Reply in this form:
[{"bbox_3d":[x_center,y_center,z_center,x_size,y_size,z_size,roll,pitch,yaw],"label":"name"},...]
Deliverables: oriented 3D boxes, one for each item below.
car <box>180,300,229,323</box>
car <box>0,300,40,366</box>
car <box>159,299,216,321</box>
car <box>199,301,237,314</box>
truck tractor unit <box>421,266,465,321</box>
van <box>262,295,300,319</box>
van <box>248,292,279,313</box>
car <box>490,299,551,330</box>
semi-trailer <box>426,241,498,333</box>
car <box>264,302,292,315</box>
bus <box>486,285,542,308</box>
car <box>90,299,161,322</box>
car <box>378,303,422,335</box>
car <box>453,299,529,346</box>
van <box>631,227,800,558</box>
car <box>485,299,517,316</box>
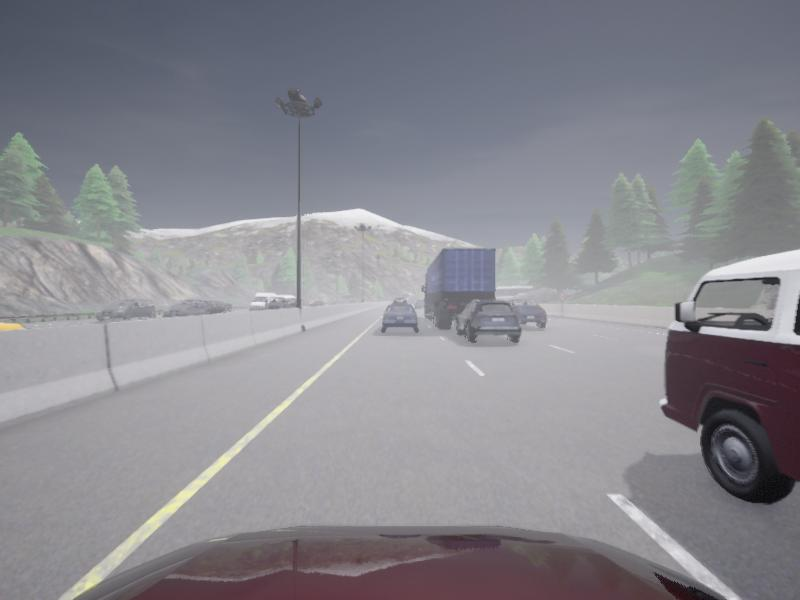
[{"bbox_3d":[-13.999,0.810,28.874,1.789,1.549,3.705,0,0,0],"label":"car"},{"bbox_3d":[-10.500,0.800,7.979,1.801,1.575,5.366,0,0,0],"label":"car"},{"bbox_3d":[-17.500,0.753,33.256,2.242,1.667,4.611,0,0,0],"label":"car"},{"bbox_3d":[-20.996,0.830,46.392,2.128,1.511,4.902,0,0,0],"label":"car"},{"bbox_3d":[3.491,-0.524,34.151,3.053,4.208,6.516,0,0,0],"label":"truck tractor unit"},{"bbox_3d":[-10.498,0.567,35.668,2.069,2.038,4.480,0,0,0],"label":"van"},{"bbox_3d":[-17.501,0.316,51.717,1.988,2.561,5.915,0,0,0],"label":"van"},{"bbox_3d":[7.000,0.779,23.888,2.152,1.651,5.027,0,0,0],"label":"car"},{"bbox_3d":[3.414,-0.620,26.238,2.717,4.402,14.254,0,0,1],"label":"semi-trailer"},{"bbox_3d":[-13.999,0.902,46.075,1.994,1.385,4.181,0,0,0],"label":"car"},{"bbox_3d":[23.427,-0.758,82.668,10.273,4.253,3.944,-2,0,1],"label":"bus"},{"bbox_3d":[-20.996,0.753,30.889,2.242,1.667,4.611,0,0,0],"label":"car"},{"bbox_3d":[0.003,0.892,21.198,2.033,1.411,5.357,0,0,0],"label":"car"},{"bbox_3d":[3.498,0.776,16.457,2.033,1.649,4.856,0,0,0],"label":"car"},{"bbox_3d":[3.499,0.571,2.033,2.069,2.038,4.480,0,0,0],"label":"van"},{"bbox_3d":[10.500,0.773,41.952,2.033,1.649,4.856,0,0,0],"label":"car"}]
